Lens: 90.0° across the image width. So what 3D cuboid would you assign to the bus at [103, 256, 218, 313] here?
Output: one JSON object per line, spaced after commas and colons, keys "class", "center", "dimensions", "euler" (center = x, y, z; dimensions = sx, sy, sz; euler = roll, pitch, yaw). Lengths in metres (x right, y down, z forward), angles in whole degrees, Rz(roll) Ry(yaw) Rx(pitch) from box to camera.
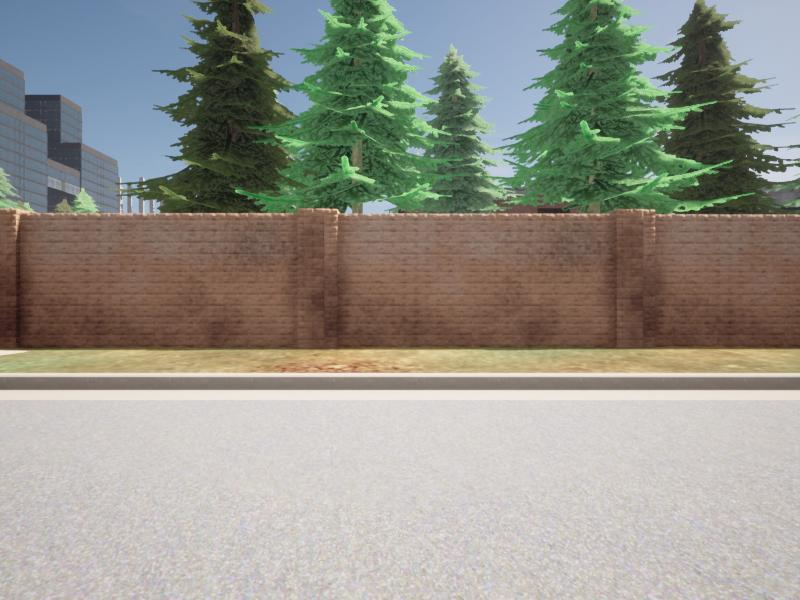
{"class": "bus", "center": [-20.265, -1.134, 35.087], "dimensions": [3.944, 4.253, 10.273], "euler": [0, 0, 0]}
